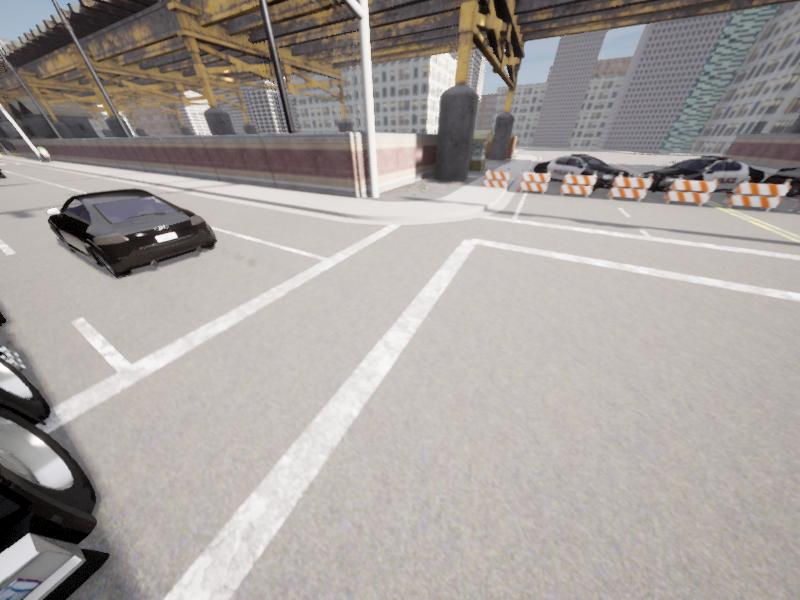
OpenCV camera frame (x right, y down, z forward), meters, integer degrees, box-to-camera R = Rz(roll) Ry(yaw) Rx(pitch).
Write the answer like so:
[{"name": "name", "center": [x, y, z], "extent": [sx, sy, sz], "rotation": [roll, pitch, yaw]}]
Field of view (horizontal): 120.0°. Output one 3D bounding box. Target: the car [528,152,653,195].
[{"name": "car", "center": [9.989, -7.177, 12.819], "extent": [2.038, 1.542, 4.974], "rotation": [-10, 36, -14]}]

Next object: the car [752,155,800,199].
[{"name": "car", "center": [19.079, -4.827, 9.356], "extent": [2.038, 1.542, 4.974], "rotation": [-20, 39, -26]}]

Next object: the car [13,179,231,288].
[{"name": "car", "center": [-6.575, -1.881, 5.571], "extent": [4.181, 1.385, 1.994], "rotation": [18, 39, 24]}]

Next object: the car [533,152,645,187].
[{"name": "car", "center": [9.973, -7.334, 12.769], "extent": [1.853, 1.218, 4.536], "rotation": [-10, 36, -14]}]

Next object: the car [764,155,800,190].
[{"name": "car", "center": [19.051, -4.982, 9.303], "extent": [1.853, 1.218, 4.536], "rotation": [-20, 39, -26]}]

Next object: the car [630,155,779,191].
[{"name": "car", "center": [14.064, -6.045, 10.878], "extent": [4.536, 1.218, 1.853], "rotation": [-4, 35, -6]}]

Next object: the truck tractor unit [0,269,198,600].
[{"name": "truck tractor unit", "center": [-5.121, -0.289, 0.774], "extent": [6.516, 4.208, 3.053], "rotation": [18, 39, 24]}]

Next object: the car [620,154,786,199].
[{"name": "car", "center": [14.013, -5.912, 10.963], "extent": [4.974, 1.542, 2.038], "rotation": [-4, 35, -6]}]

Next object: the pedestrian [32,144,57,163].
[{"name": "pedestrian", "center": [-42.930, -17.720, 27.928], "extent": [0.751, 1.860, 0.751], "rotation": [16, 38, 22]}]

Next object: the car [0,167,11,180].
[{"name": "car", "center": [-31.655, -9.842, 17.179], "extent": [4.674, 1.442, 1.812], "rotation": [17, 39, 24]}]
